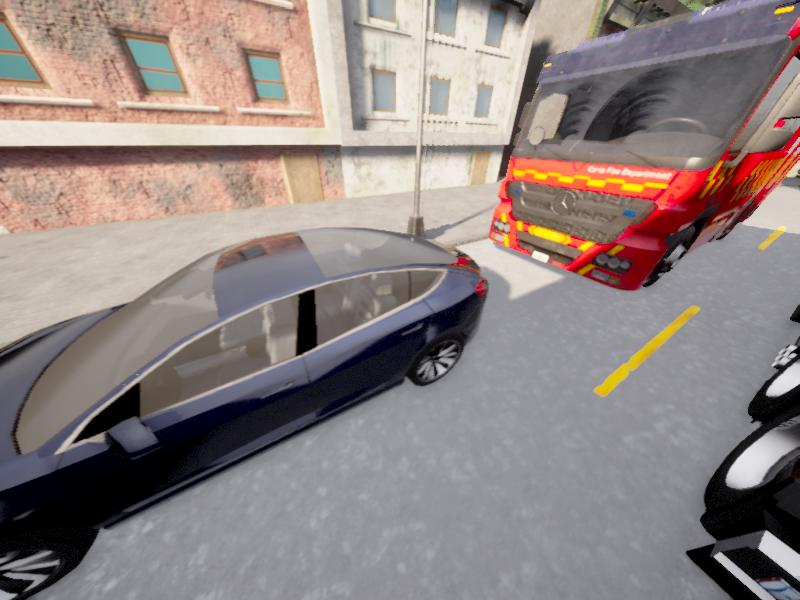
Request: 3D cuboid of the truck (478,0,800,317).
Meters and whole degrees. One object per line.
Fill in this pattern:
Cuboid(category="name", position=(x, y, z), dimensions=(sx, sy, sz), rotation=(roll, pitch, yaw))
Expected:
Cuboid(category="truck", position=(6.319, -3.233, 5.354), dimensions=(8.468, 3.827, 2.891), rotation=(-18, 39, -25))

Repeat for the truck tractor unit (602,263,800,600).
Cuboid(category="truck tractor unit", position=(5.110, -0.301, 0.785), dimensions=(6.516, 4.208, 3.053), rotation=(-18, 39, -24))

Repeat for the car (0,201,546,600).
Cuboid(category="car", position=(-1.285, 0.267, 2.312), dimensions=(4.792, 1.488, 2.163), rotation=(-18, 39, -24))

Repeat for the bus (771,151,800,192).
Cuboid(category="bus", position=(26.382, -6.290, 9.546), dimensions=(10.273, 4.253, 3.944), rotation=(24, 40, 29))
